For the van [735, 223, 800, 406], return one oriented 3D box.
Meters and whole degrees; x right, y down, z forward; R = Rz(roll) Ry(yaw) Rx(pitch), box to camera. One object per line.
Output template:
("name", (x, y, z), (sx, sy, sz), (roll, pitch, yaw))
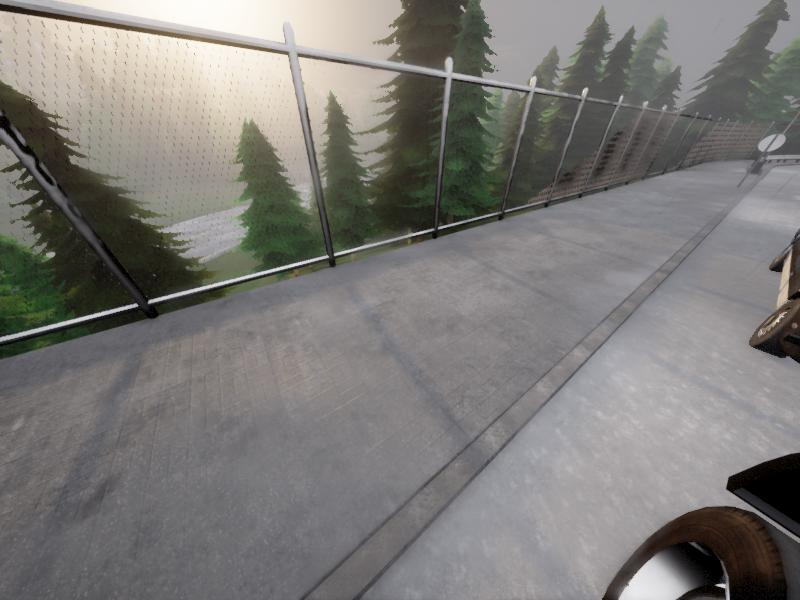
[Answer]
("van", (6.825, -0.676, 2.633), (5.915, 2.561, 1.988), (-22, 41, -28))
